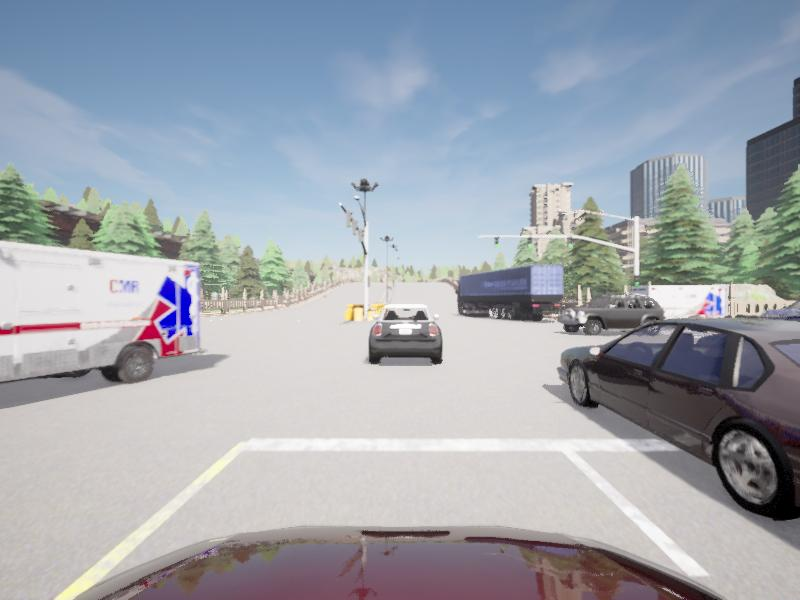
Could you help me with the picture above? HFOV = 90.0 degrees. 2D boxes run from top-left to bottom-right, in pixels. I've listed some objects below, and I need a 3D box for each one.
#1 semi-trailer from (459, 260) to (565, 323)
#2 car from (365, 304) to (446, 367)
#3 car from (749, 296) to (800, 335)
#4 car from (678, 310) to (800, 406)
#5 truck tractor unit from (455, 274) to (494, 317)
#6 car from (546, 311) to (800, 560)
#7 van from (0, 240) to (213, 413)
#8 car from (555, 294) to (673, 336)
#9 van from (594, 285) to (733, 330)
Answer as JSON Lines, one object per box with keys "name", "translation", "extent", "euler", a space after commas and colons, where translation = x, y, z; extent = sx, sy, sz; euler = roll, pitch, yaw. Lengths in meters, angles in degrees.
{"name": "semi-trailer", "translation": [9.015, -0.578, 35.296], "extent": [2.717, 4.402, 14.254], "euler": [0, 0, -12]}
{"name": "car", "translation": [0.169, 0.868, 11.544], "extent": [1.970, 1.475, 3.806], "euler": [0, 0, 1]}
{"name": "car", "translation": [20.050, 0.721, 19.317], "extent": [4.553, 1.767, 2.097], "euler": [0, 0, 0]}
{"name": "car", "translation": [7.072, 0.917, 6.688], "extent": [1.994, 1.385, 4.181], "euler": [0, 0, 1]}
{"name": "truck tractor unit", "translation": [7.815, -0.468, 43.085], "extent": [3.053, 4.208, 6.516], "euler": [0, 0, 1]}
{"name": "car", "translation": [3.523, 0.901, 4.320], "extent": [2.033, 1.411, 5.357], "euler": [0, 0, 1]}
{"name": "van", "translation": [-6.502, 0.393, 6.690], "extent": [2.351, 2.431, 6.366], "euler": [-1, 0, 18]}
{"name": "car", "translation": [9.901, 0.680, 18.708], "extent": [4.605, 1.855, 1.932], "euler": [1, 0, -8]}
{"name": "van", "translation": [15.080, 0.409, 23.305], "extent": [6.366, 2.431, 2.351], "euler": [0, 0, 9]}
